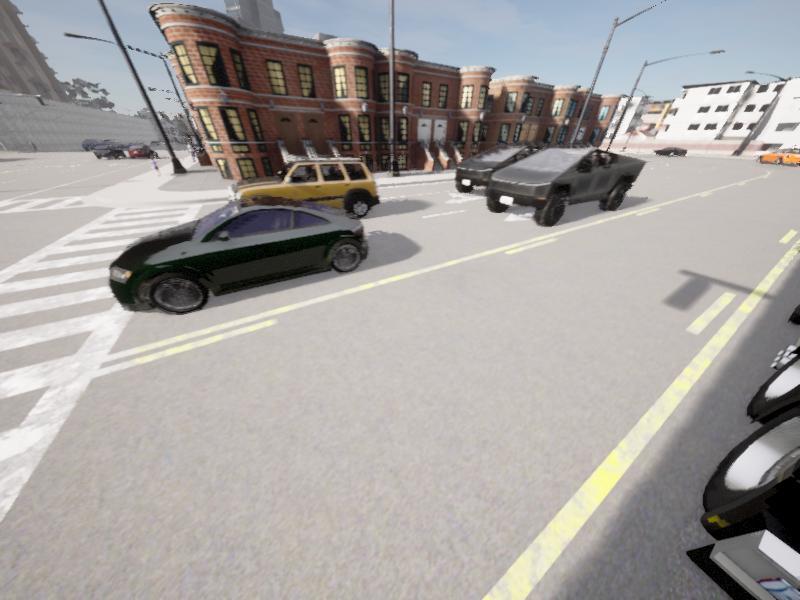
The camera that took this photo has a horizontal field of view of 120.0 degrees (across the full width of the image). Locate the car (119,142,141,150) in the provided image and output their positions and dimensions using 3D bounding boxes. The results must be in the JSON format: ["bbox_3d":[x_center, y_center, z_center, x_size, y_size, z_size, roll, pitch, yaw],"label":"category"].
[{"bbox_3d":[-61.856,-35.412,52.993,1.882,1.535,5.008,-18,39,-24],"label":"car"}]

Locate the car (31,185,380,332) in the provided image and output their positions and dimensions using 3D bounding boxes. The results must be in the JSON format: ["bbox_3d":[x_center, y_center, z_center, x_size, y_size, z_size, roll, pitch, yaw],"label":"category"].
[{"bbox_3d":[-2.737,-1.190,4.501,4.181,1.385,1.994,-18,39,-25],"label":"car"}]

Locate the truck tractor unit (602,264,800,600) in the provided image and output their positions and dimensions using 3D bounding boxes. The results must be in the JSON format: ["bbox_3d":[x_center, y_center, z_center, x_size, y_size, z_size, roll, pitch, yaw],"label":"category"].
[{"bbox_3d":[5.113,-0.296,0.788,6.516,4.208,3.053,-18,39,-24],"label":"truck tractor unit"}]

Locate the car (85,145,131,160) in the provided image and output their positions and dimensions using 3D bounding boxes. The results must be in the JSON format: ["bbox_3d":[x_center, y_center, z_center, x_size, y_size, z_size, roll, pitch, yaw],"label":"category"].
[{"bbox_3d":[-37.314,-19.031,29.696,2.128,1.511,4.902,-18,39,-25],"label":"car"}]

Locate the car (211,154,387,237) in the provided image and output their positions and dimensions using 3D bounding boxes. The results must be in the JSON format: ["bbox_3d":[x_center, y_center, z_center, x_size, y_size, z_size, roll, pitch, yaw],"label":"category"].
[{"bbox_3d":[-2.940,-3.639,7.580,4.605,1.855,1.932,-18,39,-25],"label":"car"}]

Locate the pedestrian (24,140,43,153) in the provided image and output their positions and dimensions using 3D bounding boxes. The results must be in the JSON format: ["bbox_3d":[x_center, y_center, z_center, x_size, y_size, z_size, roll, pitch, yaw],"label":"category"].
[{"bbox_3d":[-63.340,-26.555,39.927,0.751,1.860,0.751,0,35,-1],"label":"pedestrian"}]

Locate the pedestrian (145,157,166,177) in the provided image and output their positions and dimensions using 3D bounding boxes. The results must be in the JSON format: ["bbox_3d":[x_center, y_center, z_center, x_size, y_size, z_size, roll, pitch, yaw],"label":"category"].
[{"bbox_3d":[-16.051,-8.758,15.180,0.500,1.100,0.500,-26,43,-33],"label":"pedestrian"}]

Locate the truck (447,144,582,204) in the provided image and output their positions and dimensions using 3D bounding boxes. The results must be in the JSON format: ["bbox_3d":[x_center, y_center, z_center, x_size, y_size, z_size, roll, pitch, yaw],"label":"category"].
[{"bbox_3d":[5.729,-6.549,11.651,6.274,2.098,2.390,-18,39,-24],"label":"truck"}]

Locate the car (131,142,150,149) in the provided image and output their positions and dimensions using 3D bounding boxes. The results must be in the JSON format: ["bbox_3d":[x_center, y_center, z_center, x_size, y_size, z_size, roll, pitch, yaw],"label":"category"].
[{"bbox_3d":[-65.763,-39.228,58.571,1.970,1.475,3.806,-18,39,-24],"label":"car"}]

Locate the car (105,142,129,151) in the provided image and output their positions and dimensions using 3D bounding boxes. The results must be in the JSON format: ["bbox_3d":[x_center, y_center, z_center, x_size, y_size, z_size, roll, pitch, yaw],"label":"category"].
[{"bbox_3d":[-57.919,-31.518,47.403,1.789,1.549,3.705,-18,39,-24],"label":"car"}]

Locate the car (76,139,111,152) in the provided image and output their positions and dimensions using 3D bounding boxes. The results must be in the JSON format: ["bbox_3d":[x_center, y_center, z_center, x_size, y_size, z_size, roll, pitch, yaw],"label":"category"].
[{"bbox_3d":[-61.326,-31.101,46.358,2.150,2.045,5.566,-18,39,-24],"label":"car"}]

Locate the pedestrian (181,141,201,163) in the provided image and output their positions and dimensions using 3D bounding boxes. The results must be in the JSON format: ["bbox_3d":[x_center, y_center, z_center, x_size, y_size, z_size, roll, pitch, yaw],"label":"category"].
[{"bbox_3d":[-21.726,-15.433,24.059,0.751,1.860,0.751,-17,38,-23],"label":"pedestrian"}]

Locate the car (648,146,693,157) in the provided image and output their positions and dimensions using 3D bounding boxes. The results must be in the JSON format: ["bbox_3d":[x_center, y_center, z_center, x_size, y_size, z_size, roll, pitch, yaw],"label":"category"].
[{"bbox_3d":[48.628,-26.835,41.744,1.882,1.535,5.008,-3,35,-6],"label":"car"}]

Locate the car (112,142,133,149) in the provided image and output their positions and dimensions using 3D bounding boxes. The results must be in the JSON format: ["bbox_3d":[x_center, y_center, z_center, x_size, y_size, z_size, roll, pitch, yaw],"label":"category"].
[{"bbox_3d":[-69.215,-38.683,57.705,1.812,1.442,4.674,-18,39,-24],"label":"car"}]

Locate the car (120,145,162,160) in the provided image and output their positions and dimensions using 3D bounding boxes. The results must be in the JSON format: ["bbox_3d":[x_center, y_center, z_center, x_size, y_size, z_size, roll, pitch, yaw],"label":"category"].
[{"bbox_3d":[-33.828,-19.490,30.418,2.163,1.488,4.792,-16,38,-22],"label":"car"}]

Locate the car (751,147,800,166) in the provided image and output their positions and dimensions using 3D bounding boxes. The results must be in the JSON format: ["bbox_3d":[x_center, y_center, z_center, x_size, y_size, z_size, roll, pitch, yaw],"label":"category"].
[{"bbox_3d":[46.630,-17.540,28.128,2.097,1.767,4.553,15,37,20],"label":"car"}]

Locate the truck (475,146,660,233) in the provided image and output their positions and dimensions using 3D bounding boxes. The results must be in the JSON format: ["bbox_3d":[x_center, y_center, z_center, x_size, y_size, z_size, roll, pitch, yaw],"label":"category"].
[{"bbox_3d":[6.124,-4.370,8.522,6.274,2.098,2.390,-18,39,-24],"label":"truck"}]
